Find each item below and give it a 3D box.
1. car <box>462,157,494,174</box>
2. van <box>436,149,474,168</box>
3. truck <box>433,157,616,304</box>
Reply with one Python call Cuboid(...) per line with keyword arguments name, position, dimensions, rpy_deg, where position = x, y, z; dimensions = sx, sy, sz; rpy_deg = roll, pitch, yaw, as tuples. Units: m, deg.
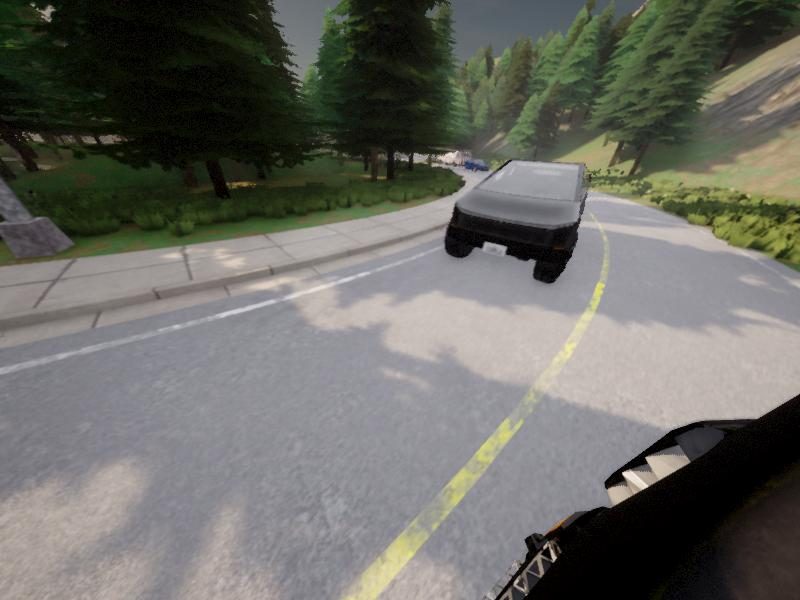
Cuboid(name="car", position=(10.140, -17.796, 30.498), dimensions=(1.882, 1.535, 5.008), rpy_deg=(-3, 34, -9))
Cuboid(name="van", position=(9.334, -24.599, 39.985), dimensions=(2.351, 2.431, 6.366), rpy_deg=(-17, 38, -27))
Cuboid(name="truck", position=(3.599, -2.545, 6.246), dimensions=(2.390, 2.098, 6.274), rpy_deg=(24, 39, 28))
